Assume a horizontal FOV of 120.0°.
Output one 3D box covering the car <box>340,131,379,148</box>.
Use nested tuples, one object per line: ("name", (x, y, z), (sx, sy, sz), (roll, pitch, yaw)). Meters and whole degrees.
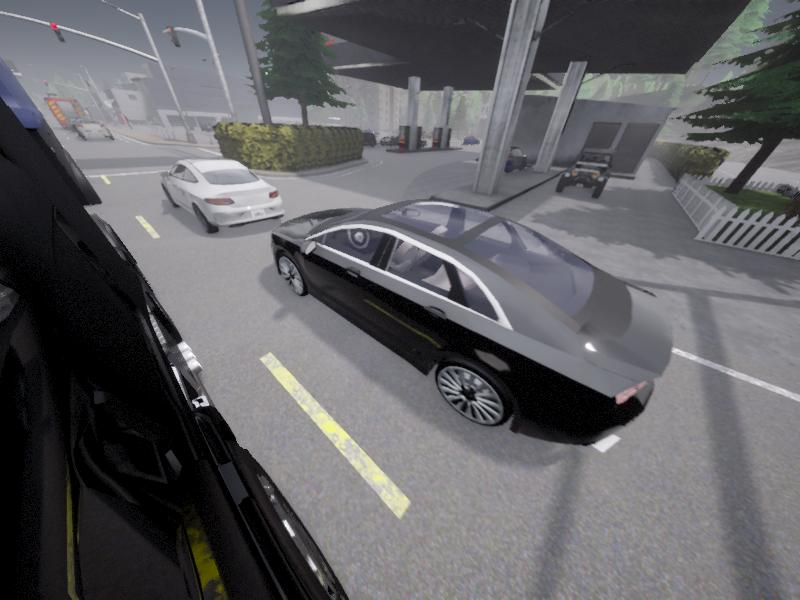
("car", (-5.166, -21.010, 30.228), (2.033, 1.649, 4.856), (28, 44, 30))

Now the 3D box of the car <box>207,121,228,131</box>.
("car", (-36.879, -35.167, 46.612), (3.806, 1.475, 1.970), (28, 44, 29))

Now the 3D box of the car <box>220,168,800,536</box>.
("car", (0.111, -0.458, 3.017), (4.902, 1.511, 2.128), (28, 44, 30))

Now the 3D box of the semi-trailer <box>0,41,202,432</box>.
("semi-trailer", (-8.706, -3.612, 4.202), (14.254, 4.402, 2.717), (28, 44, 30))

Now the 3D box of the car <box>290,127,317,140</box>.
("car", (-15.130, -26.101, 36.215), (3.806, 1.475, 1.970), (28, 44, 29))

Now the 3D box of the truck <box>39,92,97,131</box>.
("truck", (-46.385, -26.218, 32.261), (8.468, 3.827, 2.891), (28, 44, 30))

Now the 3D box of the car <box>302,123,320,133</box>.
("car", (-23.325, -45.350, 60.837), (4.605, 1.855, 1.932), (28, 44, 29))

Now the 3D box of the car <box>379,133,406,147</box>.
("car", (-1.106, -23.729, 34.242), (1.970, 1.475, 3.806), (28, 44, 30))

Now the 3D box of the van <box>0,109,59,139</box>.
("van", (-34.408, -16.310, 21.363), (4.480, 2.038, 2.069), (25, 42, 26))

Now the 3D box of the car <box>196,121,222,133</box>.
("car", (-33.799, -30.618, 40.874), (4.514, 1.523, 2.007), (28, 44, 29))

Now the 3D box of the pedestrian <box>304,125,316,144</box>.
("pedestrian", (-11.319, -20.874, 29.148), (0.751, 1.860, 0.751), (29, 44, 30))

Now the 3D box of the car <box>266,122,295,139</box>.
("car", (-17.711, -25.108, 34.249), (3.866, 1.878, 1.905), (28, 44, 29))

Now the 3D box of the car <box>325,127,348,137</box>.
("car", (-13.176, -34.812, 47.828), (4.514, 1.523, 2.007), (28, 44, 29))

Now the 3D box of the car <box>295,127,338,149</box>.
("car", (-9.308, -18.279, 26.100), (1.905, 1.878, 3.866), (28, 44, 30))

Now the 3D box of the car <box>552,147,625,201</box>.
("car", (9.659, -6.565, 11.798), (1.905, 1.878, 3.866), (28, 44, 29))

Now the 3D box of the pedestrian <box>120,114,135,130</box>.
("pedestrian", (-42.306, -27.684, 35.914), (0.751, 1.860, 0.751), (-28, 47, -34))

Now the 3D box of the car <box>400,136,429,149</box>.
("car", (2.097, -22.608, 33.052), (1.994, 1.385, 4.181), (28, 44, 30))

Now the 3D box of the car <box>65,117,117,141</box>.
("car", (-30.205, -16.731, 22.551), (5.027, 1.651, 2.152), (28, 43, 29))

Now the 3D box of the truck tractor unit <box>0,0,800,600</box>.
("truck tractor unit", (-2.645, -0.295, 0.351), (6.516, 4.208, 3.053), (28, 44, 30))

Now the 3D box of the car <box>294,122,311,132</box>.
("car", (-24.862, -43.914, 58.790), (3.866, 1.878, 1.905), (28, 44, 29))

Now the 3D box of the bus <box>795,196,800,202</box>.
("bus", (19.905, -4.065, 7.170), (3.944, 4.253, 10.273), (28, 44, 30))

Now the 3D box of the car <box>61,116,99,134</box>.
("car", (-39.594, -21.647, 28.542), (4.974, 1.542, 2.038), (28, 44, 30))

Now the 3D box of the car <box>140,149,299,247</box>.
("car", (-5.069, -3.121, 6.427), (4.674, 1.442, 1.812), (29, 43, 29))

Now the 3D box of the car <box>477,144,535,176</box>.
("car", (8.067, -10.661, 17.418), (2.242, 1.667, 4.611), (28, 44, 29))

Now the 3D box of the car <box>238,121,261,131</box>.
("car", (-33.029, -38.198, 50.770), (5.027, 1.636, 2.152), (28, 44, 29))

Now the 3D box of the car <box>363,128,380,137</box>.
("car", (-6.768, -39.194, 54.121), (3.633, 1.501, 1.845), (28, 44, 29))
